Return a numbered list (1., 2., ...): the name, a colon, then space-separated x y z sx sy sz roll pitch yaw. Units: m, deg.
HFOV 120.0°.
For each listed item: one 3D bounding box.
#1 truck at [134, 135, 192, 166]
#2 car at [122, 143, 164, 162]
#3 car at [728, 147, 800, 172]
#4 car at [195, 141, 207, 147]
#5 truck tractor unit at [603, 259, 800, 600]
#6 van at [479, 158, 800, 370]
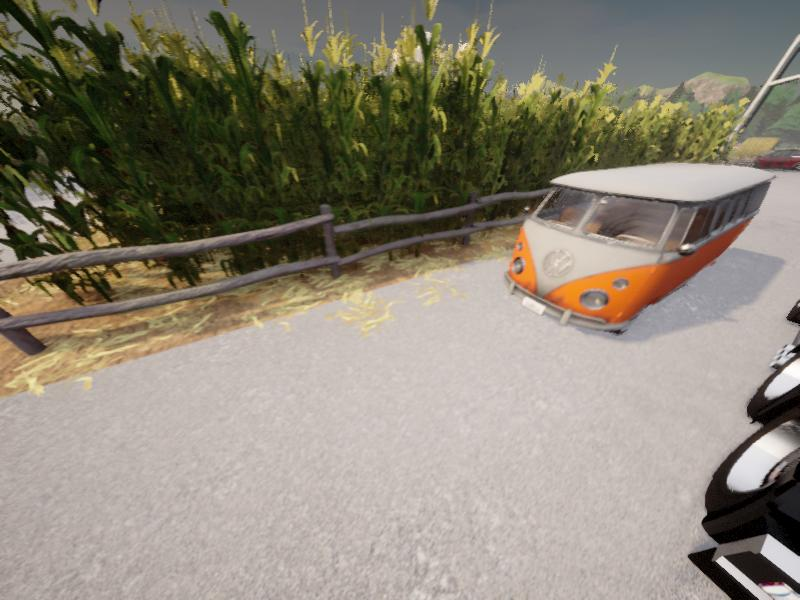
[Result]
1. truck: -24.159 -15.564 23.909 2.627 2.467 5.204 -18 39 -24
2. car: -29.736 -17.261 26.955 1.801 1.575 5.366 -18 40 -24
3. car: 35.645 -13.393 21.983 4.553 1.767 2.097 28 43 34
4. car: -58.564 -45.925 67.935 1.837 1.490 4.892 -18 39 -24
5. truck tractor unit: 5.099 -0.313 0.796 6.516 4.208 3.053 -19 39 -25
6. van: 3.760 -1.037 3.783 4.442 1.987 1.775 -18 39 -24
